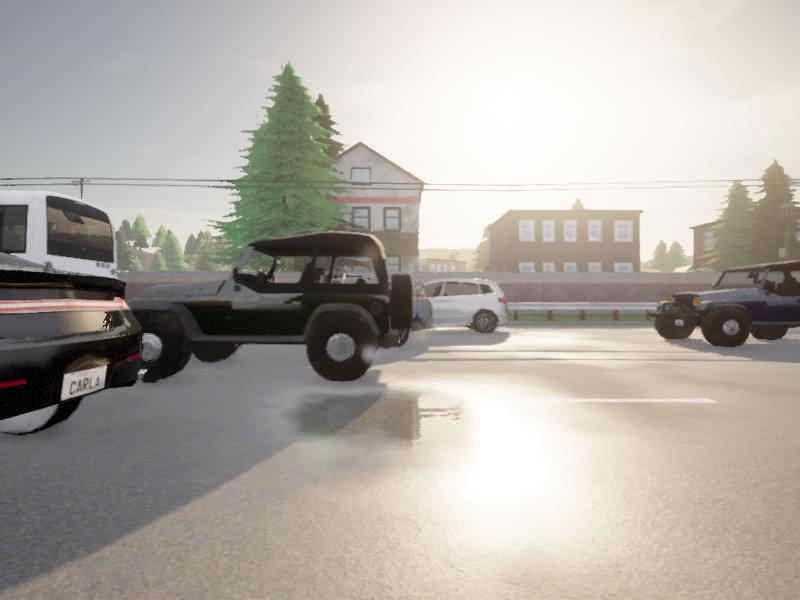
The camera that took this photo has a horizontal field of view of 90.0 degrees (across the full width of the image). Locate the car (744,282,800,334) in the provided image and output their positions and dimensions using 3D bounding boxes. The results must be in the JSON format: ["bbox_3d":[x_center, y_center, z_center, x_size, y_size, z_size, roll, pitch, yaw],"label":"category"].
[{"bbox_3d":[14.021,0.243,12.687,4.514,1.525,2.007,0,0,0],"label":"car"}]

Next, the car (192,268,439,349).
[{"bbox_3d":[-1.727,0.179,9.247,5.027,1.651,2.152,0,0,-1],"label":"car"}]

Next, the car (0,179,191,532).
[{"bbox_3d":[-4.161,0.233,2.202,4.902,1.511,2.128,0,0,0],"label":"car"}]

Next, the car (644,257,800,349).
[{"bbox_3d":[8.134,0.051,9.193,3.866,1.878,1.905,-1,0,0],"label":"car"}]

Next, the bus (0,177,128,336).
[{"bbox_3d":[-15.085,-1.150,12.618,10.273,4.253,3.944,0,0,-1],"label":"bus"}]

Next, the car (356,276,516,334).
[{"bbox_3d":[1.044,0.156,12.699,4.611,1.667,2.242,0,0,0],"label":"car"}]

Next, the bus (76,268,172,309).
[{"bbox_3d":[-31.162,-1.165,46.043,3.944,4.253,10.273,0,0,0],"label":"bus"}]

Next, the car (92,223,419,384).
[{"bbox_3d":[-1.715,0.046,5.702,3.866,1.878,1.905,0,0,0],"label":"car"}]
